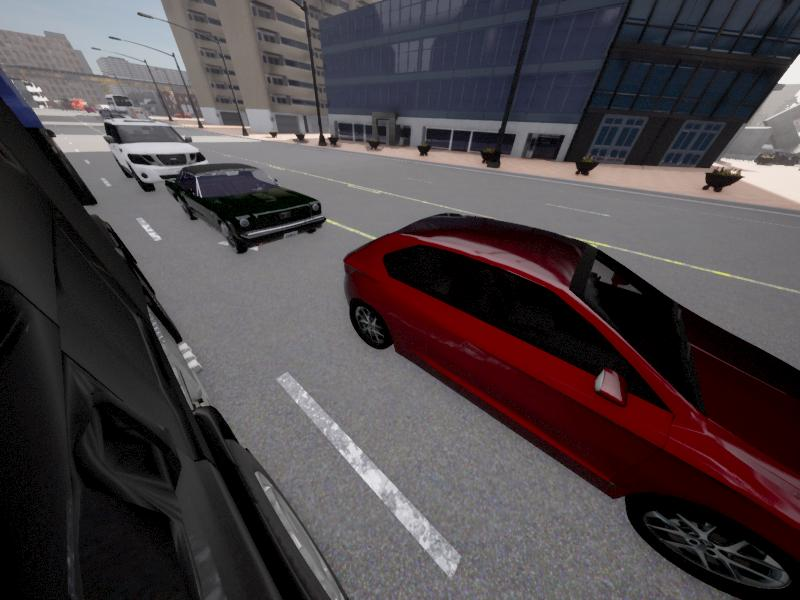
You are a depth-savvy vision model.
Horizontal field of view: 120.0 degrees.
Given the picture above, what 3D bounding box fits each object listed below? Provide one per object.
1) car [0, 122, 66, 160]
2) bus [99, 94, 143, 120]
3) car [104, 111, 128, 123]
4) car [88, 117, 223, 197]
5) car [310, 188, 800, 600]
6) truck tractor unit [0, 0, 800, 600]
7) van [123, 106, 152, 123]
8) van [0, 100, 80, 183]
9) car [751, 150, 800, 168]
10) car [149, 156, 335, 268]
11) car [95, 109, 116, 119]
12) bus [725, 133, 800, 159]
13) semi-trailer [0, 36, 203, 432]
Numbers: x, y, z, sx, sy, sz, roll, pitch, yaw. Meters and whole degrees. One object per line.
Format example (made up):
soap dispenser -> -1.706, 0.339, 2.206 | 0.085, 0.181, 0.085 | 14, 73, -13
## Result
car -> -22.274, -9.522, 13.727 | 4.902, 1.511, 2.128 | 28, 44, 30
bus -> -66.086, -45.759, 54.705 | 10.273, 4.253, 3.944 | 29, 44, 29
car -> -57.662, -37.150, 46.849 | 4.902, 1.511, 2.128 | 29, 44, 28
car -> -9.754, -5.872, 9.176 | 5.566, 2.045, 2.150 | 28, 44, 30
car -> 1.278, 0.188, 2.243 | 4.193, 1.474, 1.816 | 28, 44, 30
truck tractor unit -> -2.645, -0.295, 0.351 | 6.516, 4.208, 3.053 | 28, 44, 30
van -> -55.541, -39.170, 48.841 | 6.366, 2.431, 2.351 | 29, 44, 28
van -> -16.568, -6.882, 9.794 | 6.366, 2.431, 2.351 | 28, 44, 30
car -> 50.246, -18.697, 30.569 | 1.845, 1.501, 3.633 | 5, 37, 2
car -> -3.915, -2.477, 5.626 | 4.718, 1.301, 1.895 | 28, 44, 30
car -> -67.504, -42.683, 52.939 | 5.357, 1.411, 2.033 | 29, 44, 29
bus -> 87.048, -36.623, 54.769 | 10.273, 4.253, 3.944 | 29, 44, 29
semi-trailer -> -8.755, -3.565, 4.172 | 14.254, 4.402, 2.717 | 27, 43, 29
